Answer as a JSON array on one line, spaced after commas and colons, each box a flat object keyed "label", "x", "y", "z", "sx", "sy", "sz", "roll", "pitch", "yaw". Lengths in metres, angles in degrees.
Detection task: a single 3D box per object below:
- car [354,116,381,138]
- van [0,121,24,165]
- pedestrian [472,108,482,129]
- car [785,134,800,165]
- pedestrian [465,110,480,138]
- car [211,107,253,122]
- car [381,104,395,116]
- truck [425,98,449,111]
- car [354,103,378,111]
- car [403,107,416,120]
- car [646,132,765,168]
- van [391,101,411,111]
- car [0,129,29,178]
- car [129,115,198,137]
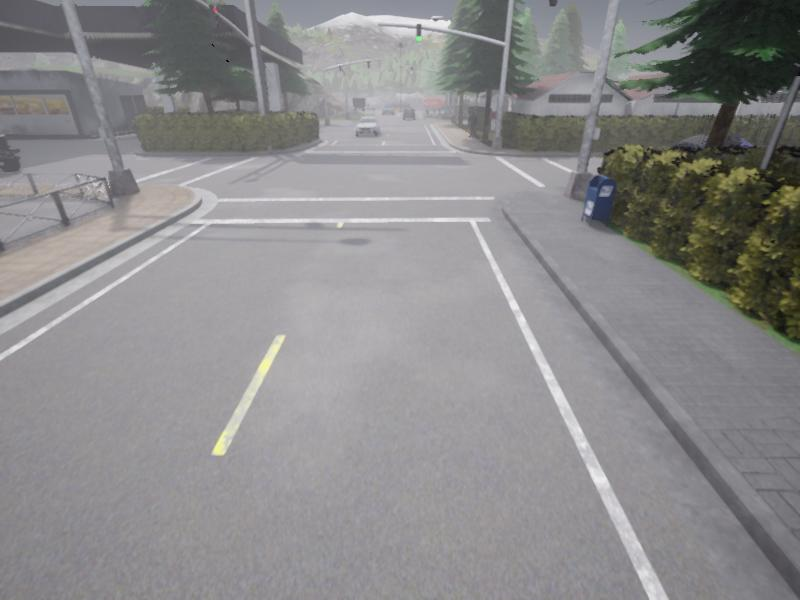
[{"label": "car", "x": -2.748, "y": -14.994, "z": 34.476, "sx": 1.812, "sy": 1.442, "sz": 4.674, "roll": 0, "pitch": 27, "yaw": 2}, {"label": "van", "x": -23.135, "y": -8.181, "z": 20.861, "sx": 4.480, "sy": 2.038, "sz": 2.069, "roll": 1, "pitch": 27, "yaw": 1}, {"label": "pedestrian", "x": 7.484, "y": -17.623, "z": 38.900, "sx": 0.751, "sy": 1.860, "sz": 0.751, "roll": 1, "pitch": 27, "yaw": 3}, {"label": "car", "x": 22.462, "y": -7.444, "z": 19.959, "sx": 4.181, "sy": 1.385, "sz": 1.994, "roll": 1, "pitch": 27, "yaw": 2}, {"label": "pedestrian", "x": 5.278, "y": -12.851, "z": 29.219, "sx": 0.751, "sy": 1.860, "sz": 0.751, "roll": -3, "pitch": 27, "yaw": -6}, {"label": "car", "x": -22.731, "y": -25.187, "z": 54.243, "sx": 4.553, "sy": 1.767, "sz": 2.097, "roll": 1, "pitch": 27, "yaw": 2}, {"label": "car", "x": -1.935, "y": -31.833, "z": 66.965, "sx": 2.038, "sy": 1.542, "sz": 4.974, "roll": 0, "pitch": 27, "yaw": 1}, {"label": "truck", "x": 8.276, "y": -43.706, "z": 89.437, "sx": 5.204, "sy": 2.467, "sz": 2.627, "roll": 1, "pitch": 27, "yaw": 1}, {"label": "car", "x": -7.329, "y": -41.850, "z": 86.917, "sx": 5.008, "sy": 1.535, "sz": 1.882, "roll": 1, "pitch": 27, "yaw": 1}, {"label": "car", "x": 1.288, "y": -26.143, "z": 55.995, "sx": 1.789, "sy": 1.549, "sz": 3.705, "roll": 0, "pitch": 27, "yaw": 1}, {"label": "car", "x": 15.194, "y": -7.563, "z": 20.106, "sx": 4.193, "sy": 1.474, "sz": 1.816, "roll": 1, "pitch": 27, "yaw": 1}, {"label": "van", "x": 0.292, "y": -43.572, "z": 89.743, "sx": 4.442, "sy": 1.987, "sz": 1.775, "roll": 1, "pitch": 27, "yaw": 1}, {"label": "car", "x": -19.504, "y": -6.480, "z": 17.697, "sx": 3.866, "sy": 1.878, "sz": 1.905, "roll": 0, "pitch": 27, "yaw": 1}, {"label": "car", "x": -21.358, "y": -15.812, "z": 36.266, "sx": 4.611, "sy": 1.667, "sz": 2.242, "roll": 0, "pitch": 27, "yaw": 1}]
